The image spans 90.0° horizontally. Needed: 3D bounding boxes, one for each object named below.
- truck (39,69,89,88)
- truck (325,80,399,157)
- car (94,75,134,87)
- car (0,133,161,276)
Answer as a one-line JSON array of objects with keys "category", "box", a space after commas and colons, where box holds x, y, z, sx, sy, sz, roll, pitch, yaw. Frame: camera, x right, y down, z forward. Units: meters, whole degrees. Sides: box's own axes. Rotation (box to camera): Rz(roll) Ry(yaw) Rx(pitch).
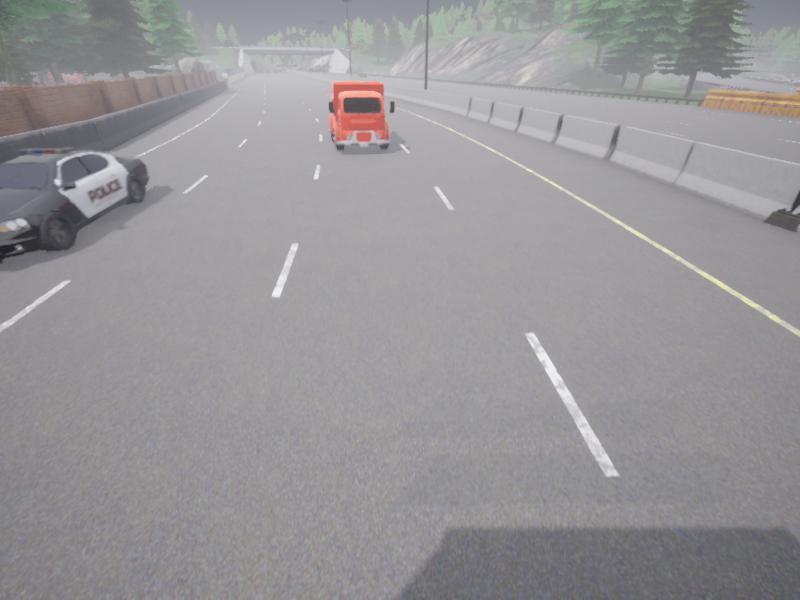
[{"category": "truck", "box": [-54.117, -35.793, 64.591, 5.204, 2.467, 2.627, -8, 31, -13]}, {"category": "truck", "box": [-1.766, -7.924, 17.079, 2.627, 2.467, 5.204, -4, 30, -8]}, {"category": "car", "box": [-47.364, -36.405, 66.420, 4.856, 1.649, 2.033, -8, 31, -13]}, {"category": "car", "box": [-7.404, -2.306, 8.456, 2.038, 1.542, 4.974, -3, 31, -4]}]
